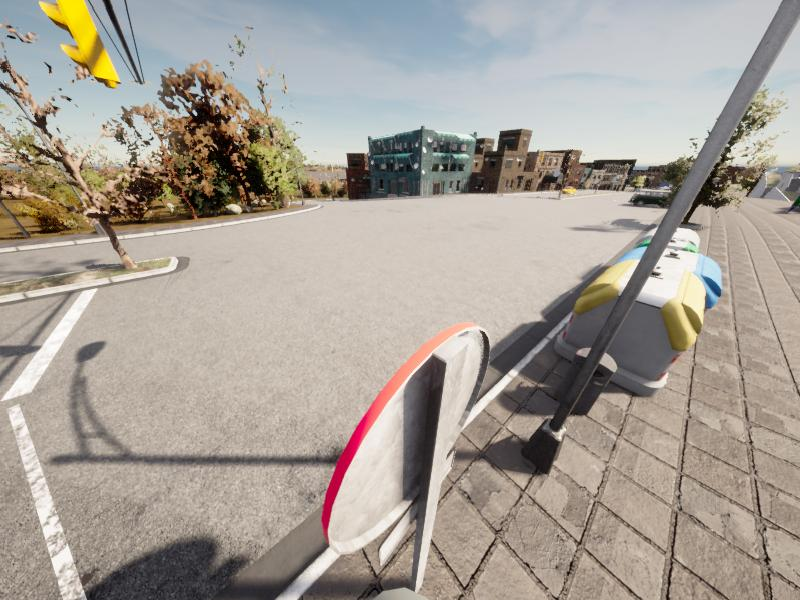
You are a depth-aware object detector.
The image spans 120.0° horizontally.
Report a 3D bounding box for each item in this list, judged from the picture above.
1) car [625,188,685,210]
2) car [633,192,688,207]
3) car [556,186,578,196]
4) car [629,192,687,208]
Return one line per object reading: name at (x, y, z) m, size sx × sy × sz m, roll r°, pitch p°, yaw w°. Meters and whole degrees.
car at (32.099, -12.864, 29.311) m, size 4.442 × 1.987 × 1.878 m, roll 17°, pitch 33°, yaw 25°
car at (36.754, -14.328, 32.812) m, size 4.674 × 1.452 × 2.002 m, roll 17°, pitch 33°, yaw 25°
car at (33.587, -21.911, 46.392) m, size 5.008 × 1.535 × 1.882 m, roll -21°, pitch 36°, yaw -35°
car at (34.472, -13.468, 31.109) m, size 4.674 × 1.452 × 2.002 m, roll 17°, pitch 32°, yaw 25°
